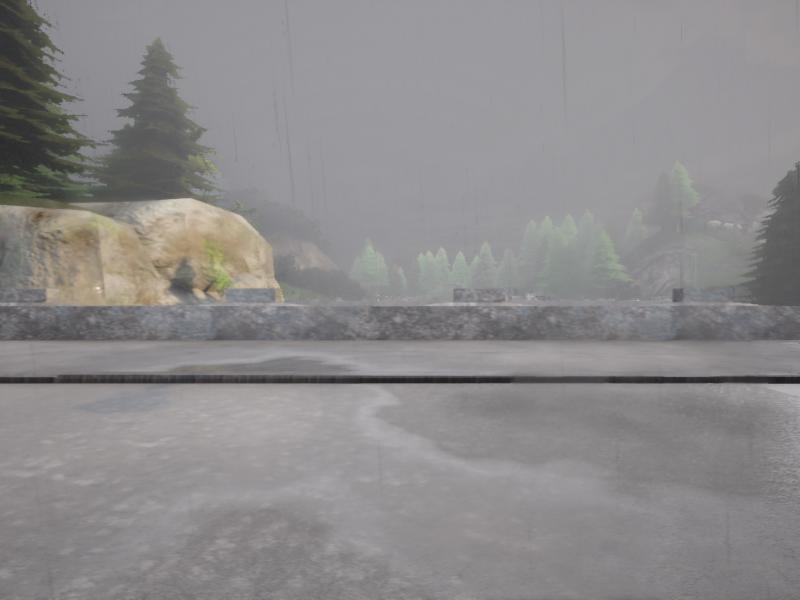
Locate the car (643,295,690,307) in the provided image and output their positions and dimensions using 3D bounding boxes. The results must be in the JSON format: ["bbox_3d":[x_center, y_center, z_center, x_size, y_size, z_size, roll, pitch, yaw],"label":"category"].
[{"bbox_3d":[37.386,0.157,56.242,5.238,1.638,1.930,0,0,0],"label":"car"}]

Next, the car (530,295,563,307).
[{"bbox_3d":[20.576,0.181,56.224,3.988,1.617,1.851,0,0,0],"label":"car"}]
